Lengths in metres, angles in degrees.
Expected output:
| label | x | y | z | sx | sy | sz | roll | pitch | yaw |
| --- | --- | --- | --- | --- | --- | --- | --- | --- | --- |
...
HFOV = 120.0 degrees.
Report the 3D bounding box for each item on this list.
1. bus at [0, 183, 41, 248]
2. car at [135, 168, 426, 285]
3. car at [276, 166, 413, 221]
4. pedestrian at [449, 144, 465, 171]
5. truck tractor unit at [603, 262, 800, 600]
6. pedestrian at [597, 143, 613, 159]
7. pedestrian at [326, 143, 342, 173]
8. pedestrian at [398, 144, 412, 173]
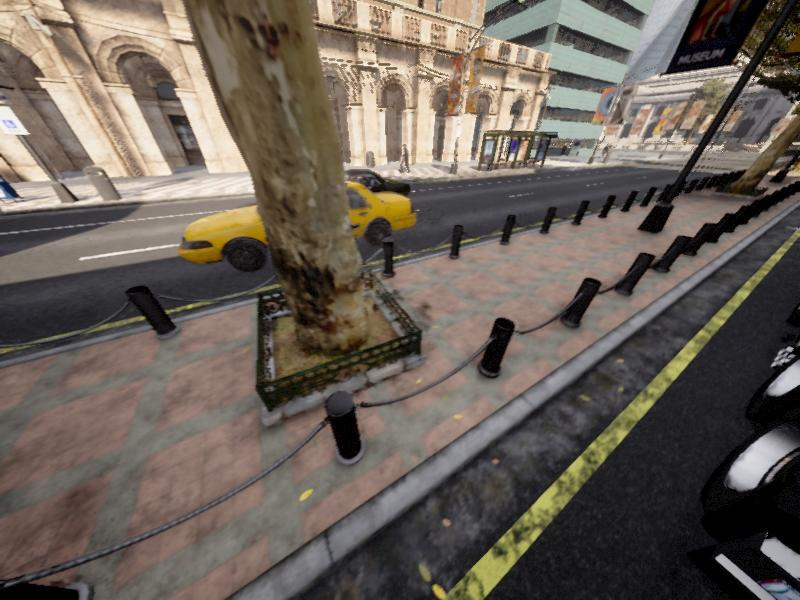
| label | x | y | z | sx | sy | sz | roll | pitch | yaw |
| --- | --- | --- | --- | --- | --- | --- | --- | --- | --- |
| bus | -14.318 | -1.467 | 2.254 | 10.273 | 4.253 | 3.944 | -18 | 39 | -24 |
| car | -2.134 | -2.131 | 5.679 | 5.366 | 1.575 | 1.801 | -18 | 39 | -24 |
| car | -2.025 | -4.358 | 9.137 | 4.718 | 1.301 | 1.895 | -18 | 39 | -25 |
| pedestrian | 4.706 | -11.775 | 19.080 | 0.751 | 1.860 | 0.751 | -18 | 39 | -24 |
| truck tractor unit | 5.111 | -0.299 | 0.793 | 6.516 | 4.208 | 3.053 | -18 | 39 | -24 |
| pedestrian | 29.499 | -21.445 | 33.262 | 0.751 | 1.860 | 0.751 | -15 | 38 | -21 |
| pedestrian | -4.951 | -10.679 | 17.401 | 0.751 | 1.860 | 0.751 | -15 | 38 | -21 |
| pedestrian | 0.377 | -10.822 | 17.663 | 0.751 | 1.860 | 0.751 | -20 | 40 | -27 |
